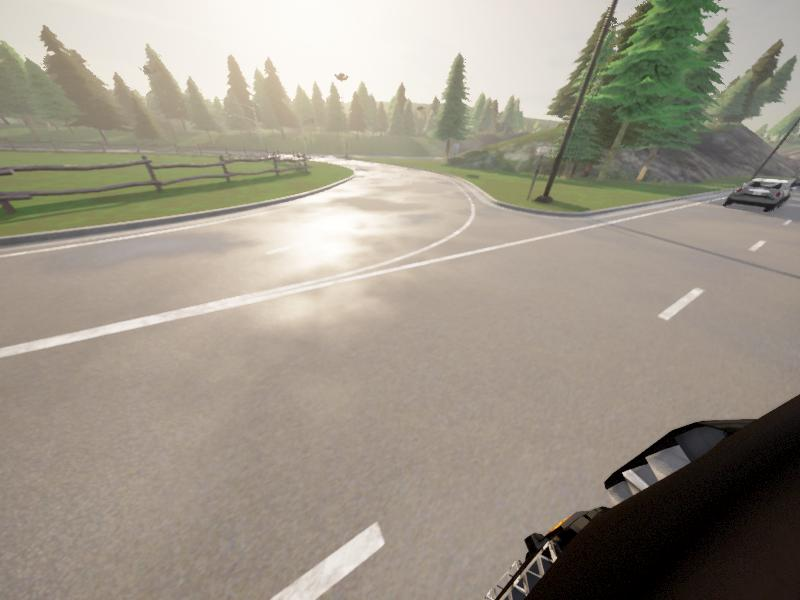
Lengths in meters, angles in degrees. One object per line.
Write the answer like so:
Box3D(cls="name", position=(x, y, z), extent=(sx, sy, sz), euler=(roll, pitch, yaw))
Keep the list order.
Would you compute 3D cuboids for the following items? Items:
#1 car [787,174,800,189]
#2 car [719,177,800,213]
Box3D(cls="car", position=(47.320, -13.722, 26.758), extent=(4.193, 1.474, 1.816), euler=(-16, 38, -26))
Box3D(cls="car", position=(21.570, -6.354, 13.774), extent=(3.806, 1.475, 1.970), euler=(-16, 38, -26))
